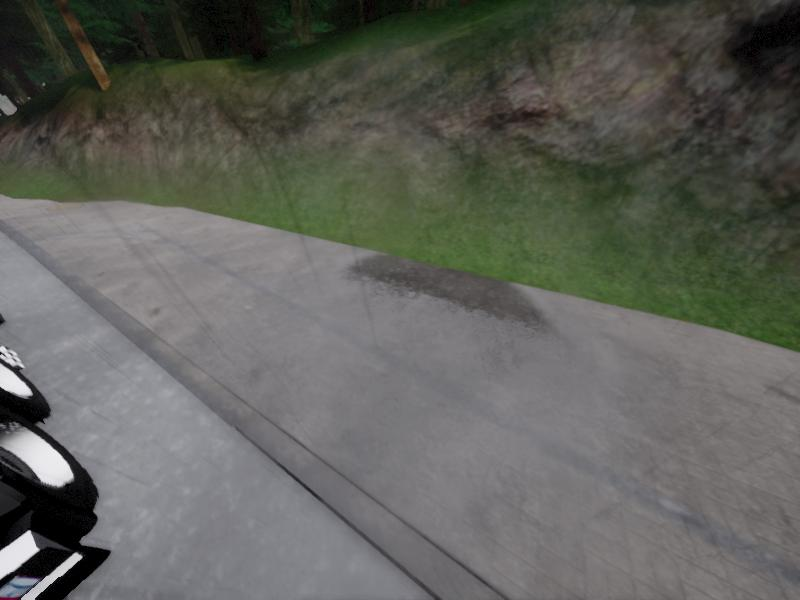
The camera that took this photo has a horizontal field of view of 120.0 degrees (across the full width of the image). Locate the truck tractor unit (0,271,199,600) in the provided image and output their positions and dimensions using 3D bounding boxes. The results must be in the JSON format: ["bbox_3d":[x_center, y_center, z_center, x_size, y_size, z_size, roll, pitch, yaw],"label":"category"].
[{"bbox_3d":[-5.130,-0.279,0.765,6.516,4.208,3.053,18,39,24],"label":"truck tractor unit"}]
